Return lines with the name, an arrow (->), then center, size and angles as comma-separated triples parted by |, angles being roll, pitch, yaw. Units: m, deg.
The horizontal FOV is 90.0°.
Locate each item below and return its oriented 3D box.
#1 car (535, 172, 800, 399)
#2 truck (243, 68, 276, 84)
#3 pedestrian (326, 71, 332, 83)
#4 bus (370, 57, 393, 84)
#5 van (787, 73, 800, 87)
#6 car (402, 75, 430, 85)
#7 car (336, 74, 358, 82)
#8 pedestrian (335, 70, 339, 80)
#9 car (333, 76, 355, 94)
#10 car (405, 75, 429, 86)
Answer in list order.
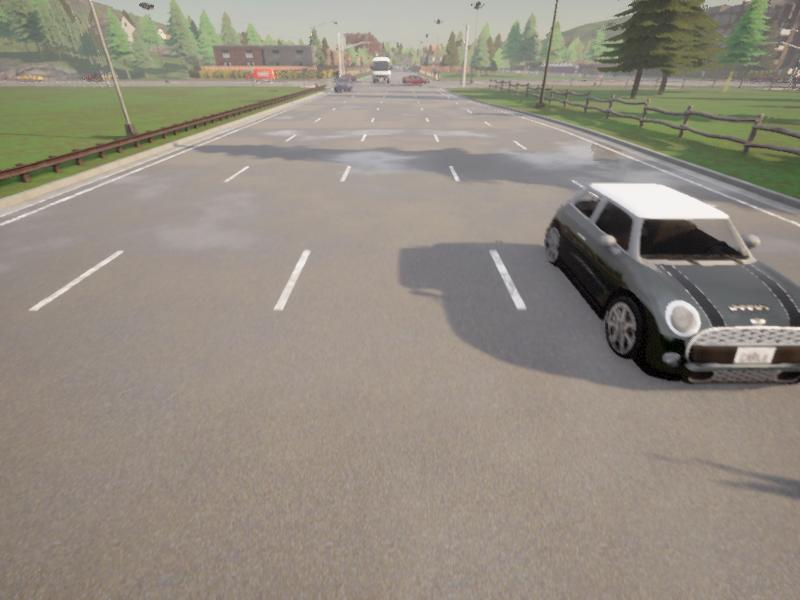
car -> 3.507, -0.563, 5.472 | 1.970, 1.475, 3.806 | 0, 30, 0
truck -> -27.088, -43.309, 77.313 | 5.204, 2.467, 2.627 | 0, 30, 1
pedestrian -> -13.044, -41.065, 73.753 | 0.751, 1.860, 0.751 | 3, 31, 5
bus -> -3.373, -44.378, 77.393 | 3.944, 4.253, 10.273 | 0, 30, 0
van -> 64.798, -35.026, 63.709 | 1.775, 1.987, 4.442 | 0, 30, 0
car -> 2.799, -38.670, 70.400 | 4.792, 1.488, 2.163 | 0, 30, 1
car -> -11.228, -46.891, 84.515 | 4.181, 1.385, 1.994 | -20, 36, -31
pedestrian -> -13.728, -49.131, 87.437 | 0.751, 1.860, 0.751 | -2, 30, -4
car -> -6.986, -27.045, 50.277 | 2.097, 1.767, 4.553 | 0, 31, 0
car -> 2.879, -36.952, 67.348 | 3.988, 1.617, 1.851 | 0, 30, 1
